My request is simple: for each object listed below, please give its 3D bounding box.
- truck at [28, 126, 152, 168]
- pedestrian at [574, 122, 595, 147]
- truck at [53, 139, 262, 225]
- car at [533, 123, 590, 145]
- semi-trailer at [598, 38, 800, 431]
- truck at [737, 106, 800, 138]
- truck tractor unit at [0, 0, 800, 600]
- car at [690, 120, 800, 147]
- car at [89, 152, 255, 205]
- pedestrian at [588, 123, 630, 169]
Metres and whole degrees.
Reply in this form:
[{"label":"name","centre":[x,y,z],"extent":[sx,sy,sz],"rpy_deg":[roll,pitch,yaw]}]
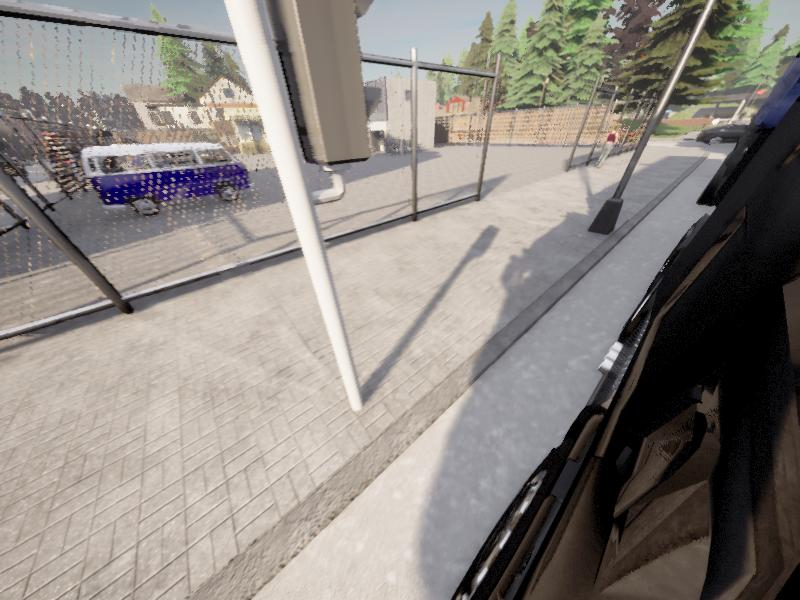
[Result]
[{"label":"truck","centre":[-38.074,-19.534,29.253],"extent":[2.891,3.827,8.468],"rpy_deg":[3,37,8]},{"label":"pedestrian","centre":[16.939,-15.200,21.264],"extent":[0.751,1.860,0.751],"rpy_deg":[-30,45,-32]},{"label":"truck","centre":[-8.120,-4.550,8.504],"extent":[4.478,2.038,2.069],"rpy_deg":[-28,43,-30]},{"label":"car","centre":[18.326,-18.946,26.441],"extent":[1.932,1.855,4.605],"rpy_deg":[-28,43,-30]},{"label":"semi-trailer","centre":[8.695,-3.599,4.244],"extent":[14.254,4.402,2.717],"rpy_deg":[-28,43,-30]},{"label":"truck","centre":[38.348,-18.562,24.124],"extent":[5.204,2.467,2.627],"rpy_deg":[-28,43,-30]},{"label":"truck tractor unit","centre":[2.645,-0.295,0.351],"extent":[6.516,4.208,3.053],"rpy_deg":[-28,44,-30]},{"label":"car","centre":[27.466,-13.295,18.554],"extent":[4.892,1.490,1.837],"rpy_deg":[22,44,30]},{"label":"car","centre":[-10.524,-6.096,11.267],"extent":[5.357,1.415,2.033],"rpy_deg":[-28,43,-30]},{"label":"pedestrian","centre":[10.382,-7.673,11.544],"extent":[0.751,1.860,0.751],"rpy_deg":[-28,43,-30]}]
